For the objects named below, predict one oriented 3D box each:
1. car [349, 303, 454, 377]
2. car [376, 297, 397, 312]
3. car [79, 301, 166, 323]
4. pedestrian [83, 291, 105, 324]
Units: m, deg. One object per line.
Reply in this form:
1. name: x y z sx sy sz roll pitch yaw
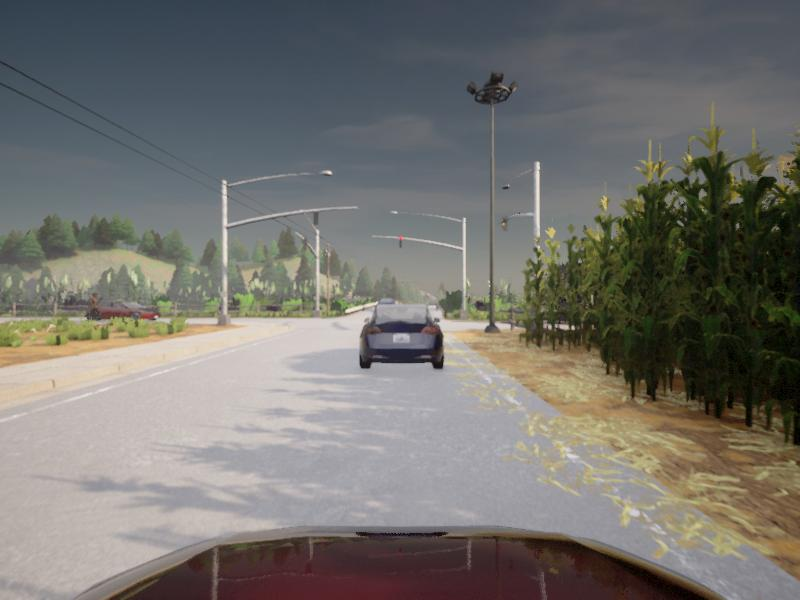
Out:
1. car: 0.051 0.846 10.680 2.163 1.488 4.792 0 0 1
2. car: -1.504 0.456 45.846 1.812 1.442 4.674 0 3 6
3. car: -19.662 0.802 28.511 4.792 1.488 2.163 0 0 3
4. pedestrian: -17.955 0.438 23.484 0.751 1.860 0.751 0 0 10
